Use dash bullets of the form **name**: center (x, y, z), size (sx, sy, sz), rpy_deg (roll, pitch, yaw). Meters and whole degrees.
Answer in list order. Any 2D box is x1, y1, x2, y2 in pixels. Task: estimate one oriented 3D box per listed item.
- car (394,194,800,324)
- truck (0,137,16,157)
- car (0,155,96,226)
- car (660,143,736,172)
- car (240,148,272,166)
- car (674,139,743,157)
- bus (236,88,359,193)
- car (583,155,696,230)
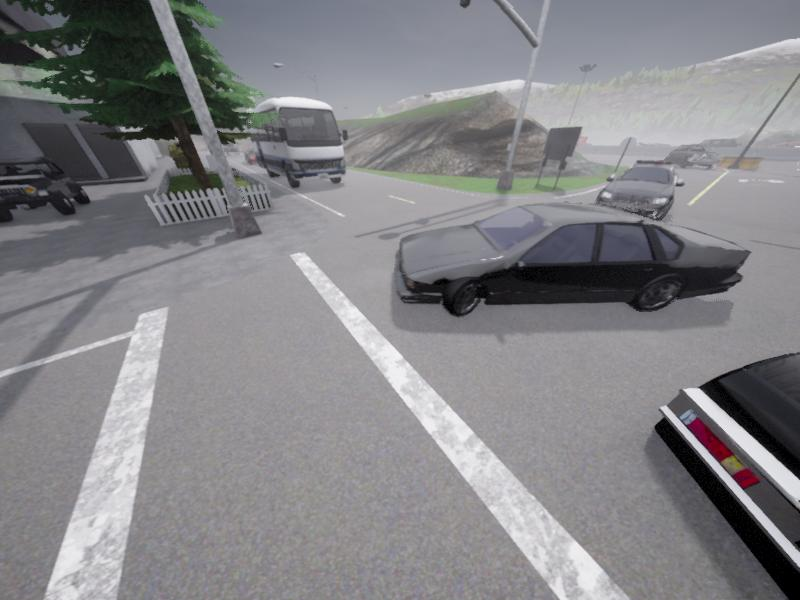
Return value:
- **car**: center (2.600, -0.851, 4.021), size (5.357, 1.411, 2.033), rpy_deg (-1, 35, -1)
- **truck**: center (-74.963, -28.352, 41.946), size (8.468, 3.827, 2.891), rpy_deg (17, 39, 23)
- **car**: center (-14.523, -4.475, 9.105), size (1.905, 1.878, 3.866), rpy_deg (-24, 42, -30)
- **car**: center (25.793, -12.640, 20.317), size (1.932, 1.855, 4.605), rpy_deg (17, 37, 18)
- **car**: center (-16.488, -16.349, 26.314), size (2.007, 1.525, 4.514), rpy_deg (-24, 42, -29)
- **car**: center (44.802, -22.268, 33.716), size (2.150, 2.045, 5.566), rpy_deg (-24, 41, -30)
- **bus**: center (-7.217, -10.553, 15.612), size (3.944, 4.253, 10.273), rpy_deg (-24, 41, -29)
- **car**: center (9.017, -4.261, 8.633), size (4.974, 1.542, 2.038), rpy_deg (-32, 45, -34)
